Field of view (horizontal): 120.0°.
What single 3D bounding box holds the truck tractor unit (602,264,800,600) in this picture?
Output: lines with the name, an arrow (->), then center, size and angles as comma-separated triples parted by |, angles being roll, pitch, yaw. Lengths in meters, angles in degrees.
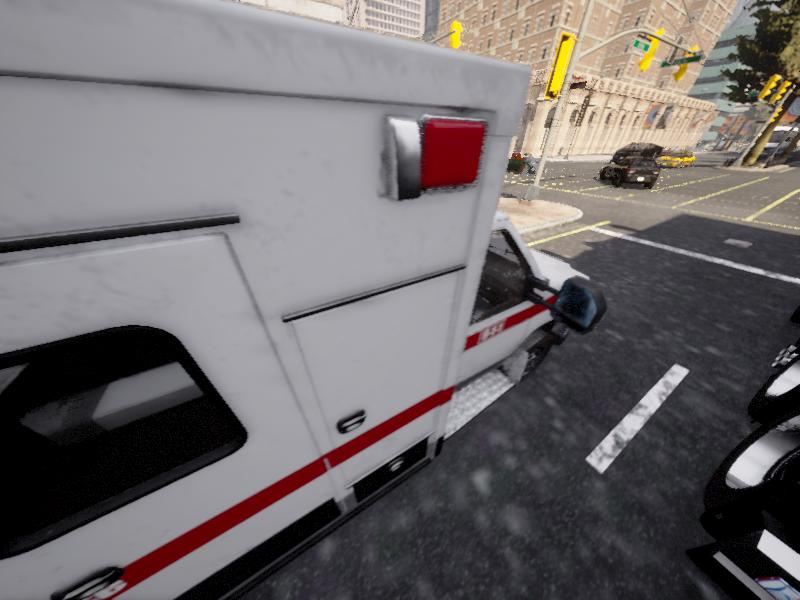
truck tractor unit -> 5.110, -0.302, 0.780 | 6.516, 4.208, 3.053 | -18, 39, -24

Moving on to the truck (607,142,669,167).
truck -> 26.548, -16.297, 25.789 | 6.274, 2.098, 2.390 | -18, 39, -24

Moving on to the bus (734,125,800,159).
bus -> 61.914, -26.331, 38.611 | 10.273, 4.253, 3.944 | -18, 39, -25

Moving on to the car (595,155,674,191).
car -> 14.153, -8.017, 14.340 | 1.816, 1.474, 4.193 | 12, 37, 16

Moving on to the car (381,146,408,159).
car -> -0.854, -21.748, 33.973 | 1.812, 1.442, 4.674 | -18, 39, -25

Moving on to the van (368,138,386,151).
van -> -5.815, -39.157, 57.981 | 1.988, 2.561, 5.915 | -18, 39, -24

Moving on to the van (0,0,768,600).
van -> -1.131, 0.180, 1.607 | 6.366, 2.431, 2.351 | -18, 39, -24

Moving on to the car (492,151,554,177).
car -> 9.878, -11.239, 18.934 | 1.970, 1.475, 3.806 | -18, 39, -25

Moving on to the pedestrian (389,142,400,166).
pedestrian -> -0.515, -14.001, 22.173 | 0.751, 1.860, 0.751 | 29, 44, 35

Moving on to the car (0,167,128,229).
car -> -12.387, -3.303, 7.445 | 4.181, 1.385, 1.994 | -18, 39, -24

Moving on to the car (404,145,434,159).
car -> 2.705, -22.248, 34.644 | 2.038, 1.542, 4.974 | -18, 39, -25

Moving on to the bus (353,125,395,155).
bus -> -5.294, -31.413, 45.358 | 3.944, 4.253, 10.273 | -18, 39, -24

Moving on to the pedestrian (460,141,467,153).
pedestrian -> 12.478, -30.138, 45.460 | 0.751, 1.860, 0.751 | -8, 36, -12

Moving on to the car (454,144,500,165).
car -> 8.598, -16.613, 26.297 | 1.932, 1.855, 4.605 | -18, 38, -25

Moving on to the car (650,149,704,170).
car -> 27.893, -14.211, 23.261 | 5.366, 1.575, 1.801 | -18, 39, -24

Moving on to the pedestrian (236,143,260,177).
pedestrian -> -10.051, -9.313, 15.361 | 0.751, 1.860, 0.751 | -15, 38, -21
